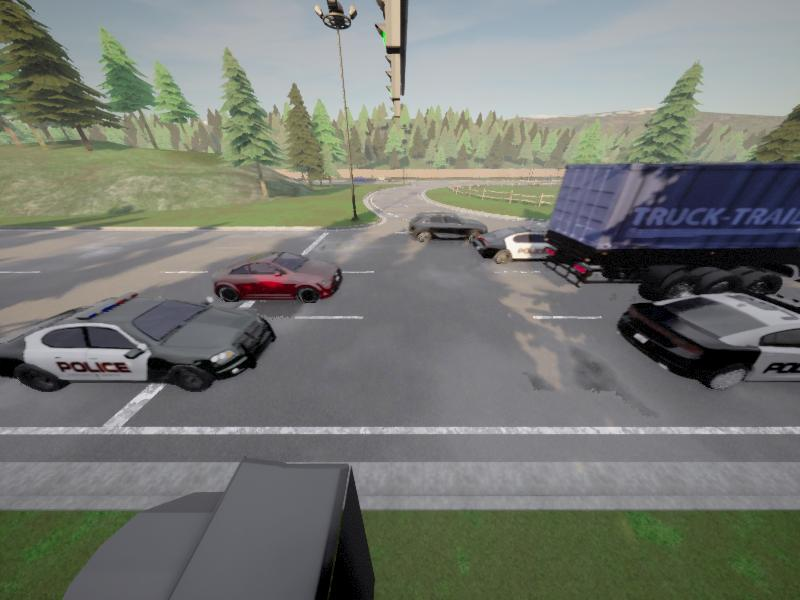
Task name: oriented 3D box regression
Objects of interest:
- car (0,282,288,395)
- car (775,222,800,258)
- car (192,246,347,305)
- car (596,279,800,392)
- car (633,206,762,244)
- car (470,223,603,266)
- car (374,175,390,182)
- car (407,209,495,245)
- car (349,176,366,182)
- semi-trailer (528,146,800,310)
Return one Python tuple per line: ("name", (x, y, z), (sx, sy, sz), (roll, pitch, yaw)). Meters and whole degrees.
("car", (-5.612, 0.748, 5.174), (4.974, 1.542, 2.038), (0, 30, 0))
("car", (22.854, -2.804, 11.220), (5.238, 1.638, 1.930), (0, 30, 0))
("car", (-4.265, -0.934, 8.254), (4.181, 1.385, 1.994), (0, 30, 0))
("car", (8.047, 0.700, 5.152), (5.238, 1.638, 1.930), (0, 30, 0))
("car", (17.910, -4.656, 14.190), (4.605, 1.855, 1.932), (0, 30, 0))
("car", (6.274, -2.754, 11.243), (4.974, 1.542, 2.038), (0, 30, 0))
("car", (-5.373, -36.811, 69.889), (4.605, 1.855, 1.932), (0, 30, 0))
("car", (2.877, -4.543, 14.249), (4.856, 1.649, 2.033), (0, 30, 0))
("car", (-12.853, -36.615, 69.970), (4.514, 1.525, 2.007), (0, 30, 0))
("semi-trailer", (12.556, -2.255, 7.486), (14.254, 4.402, 2.717), (0, 30, 0))
